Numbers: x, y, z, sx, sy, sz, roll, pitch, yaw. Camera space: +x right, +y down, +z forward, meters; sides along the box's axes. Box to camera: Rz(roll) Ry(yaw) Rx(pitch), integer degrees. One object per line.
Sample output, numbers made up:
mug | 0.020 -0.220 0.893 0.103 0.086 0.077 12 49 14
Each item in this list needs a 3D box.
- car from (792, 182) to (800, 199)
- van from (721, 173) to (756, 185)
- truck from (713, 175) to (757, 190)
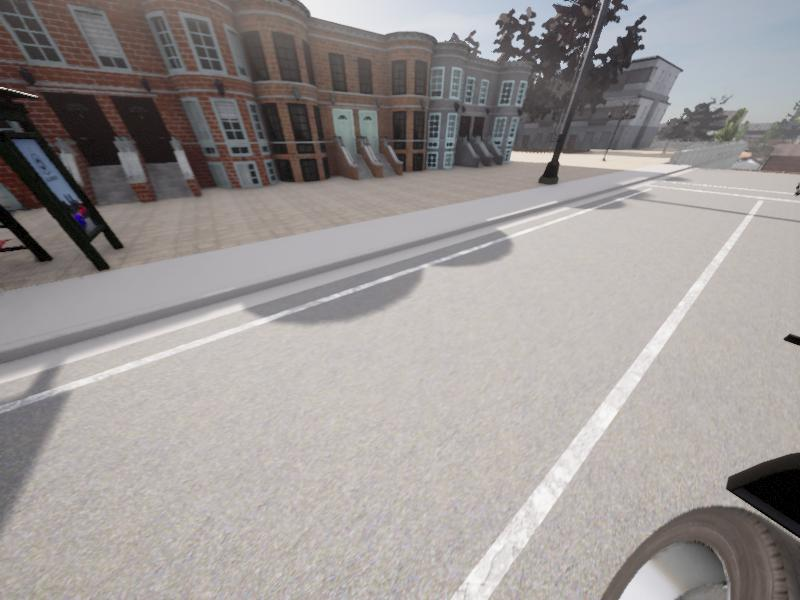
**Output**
car | 19.331 -5.351 9.785 4.553 1.767 2.097 -22 41 -28
van | 87.323 -31.252 59.619 2.069 2.038 4.480 -22 41 -28
truck | 78.064 -27.462 53.937 2.627 2.467 5.204 -22 41 -28
